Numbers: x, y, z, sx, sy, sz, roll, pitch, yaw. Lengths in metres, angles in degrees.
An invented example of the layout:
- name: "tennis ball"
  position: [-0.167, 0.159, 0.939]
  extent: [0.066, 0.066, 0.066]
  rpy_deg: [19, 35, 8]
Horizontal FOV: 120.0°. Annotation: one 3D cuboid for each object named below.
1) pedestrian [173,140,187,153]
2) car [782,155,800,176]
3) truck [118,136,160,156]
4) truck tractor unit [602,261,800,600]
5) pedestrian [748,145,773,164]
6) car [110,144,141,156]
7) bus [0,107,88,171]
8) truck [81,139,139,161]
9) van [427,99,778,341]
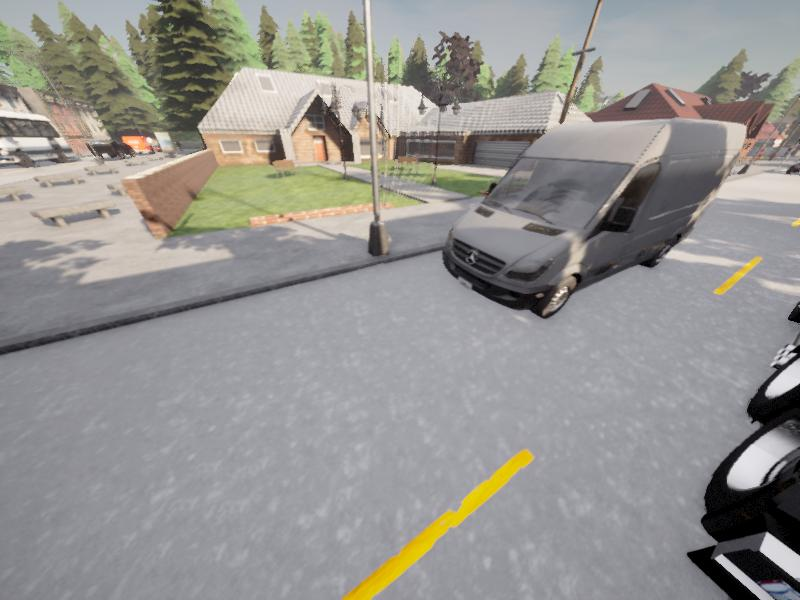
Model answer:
- name: "pedestrian"
  position: [-38.590, -26.913, 40.509]
  extent: [0.751, 1.860, 0.751]
  rpy_deg: [2, 35, 2]
- name: "car"
  position: [34.390, -11.131, 19.108]
  extent: [4.181, 1.385, 1.994]
  rpy_deg: [-17, 39, -24]
- name: "truck"
  position: [-41.532, -24.735, 37.040]
  extent: [2.627, 2.467, 5.204]
  rpy_deg: [-18, 38, -24]
- name: "truck tractor unit"
  position: [5.105, -0.307, 0.790]
  extent: [6.516, 4.208, 3.053]
  rpy_deg: [-19, 39, -24]
- name: "pedestrian"
  position: [41.881, -16.935, 26.862]
  extent: [0.751, 1.860, 0.751]
  rpy_deg: [-21, 40, -27]
- name: "car"
  position: [-48.656, -26.771, 41.107]
  extent: [1.801, 1.575, 5.366]
  rpy_deg: [-18, 39, -24]
- name: "bus"
  position: [-35.371, -14.662, 21.060]
  extent: [3.944, 4.253, 10.273]
  rpy_deg: [-18, 38, -24]
- name: "truck"
  position: [-35.896, -18.829, 28.926]
  extent: [2.390, 2.098, 6.274]
  rpy_deg: [-18, 39, -24]
- name: "van"
  position: [3.619, -1.778, 4.371]
  extent: [5.915, 2.561, 1.988]
  rpy_deg: [-17, 38, -23]
